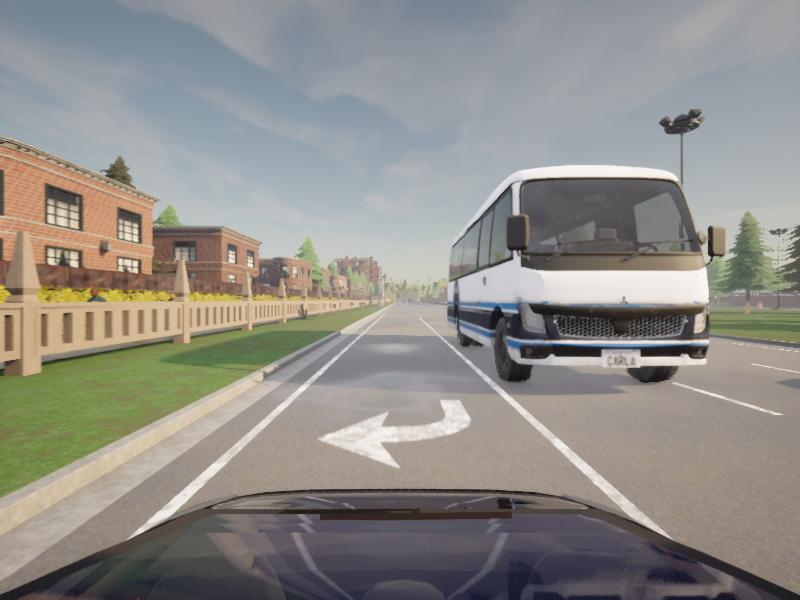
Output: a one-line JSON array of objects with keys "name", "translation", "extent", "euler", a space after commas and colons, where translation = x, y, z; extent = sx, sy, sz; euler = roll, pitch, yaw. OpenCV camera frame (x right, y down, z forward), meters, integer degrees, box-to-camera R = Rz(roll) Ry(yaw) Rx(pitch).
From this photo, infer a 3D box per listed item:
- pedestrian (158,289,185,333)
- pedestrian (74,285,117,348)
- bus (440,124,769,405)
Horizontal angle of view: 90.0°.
[{"name": "pedestrian", "translation": [-9.917, 0.482, 17.406], "extent": [0.751, 1.860, 0.751], "euler": [0, 0, -1]}, {"name": "pedestrian", "translation": [-9.234, 0.483, 12.167], "extent": [0.751, 1.860, 0.751], "euler": [0, 0, -1]}, {"name": "bus", "translation": [3.623, -0.535, 11.201], "extent": [3.944, 4.253, 10.273], "euler": [0, 0, 0]}]
